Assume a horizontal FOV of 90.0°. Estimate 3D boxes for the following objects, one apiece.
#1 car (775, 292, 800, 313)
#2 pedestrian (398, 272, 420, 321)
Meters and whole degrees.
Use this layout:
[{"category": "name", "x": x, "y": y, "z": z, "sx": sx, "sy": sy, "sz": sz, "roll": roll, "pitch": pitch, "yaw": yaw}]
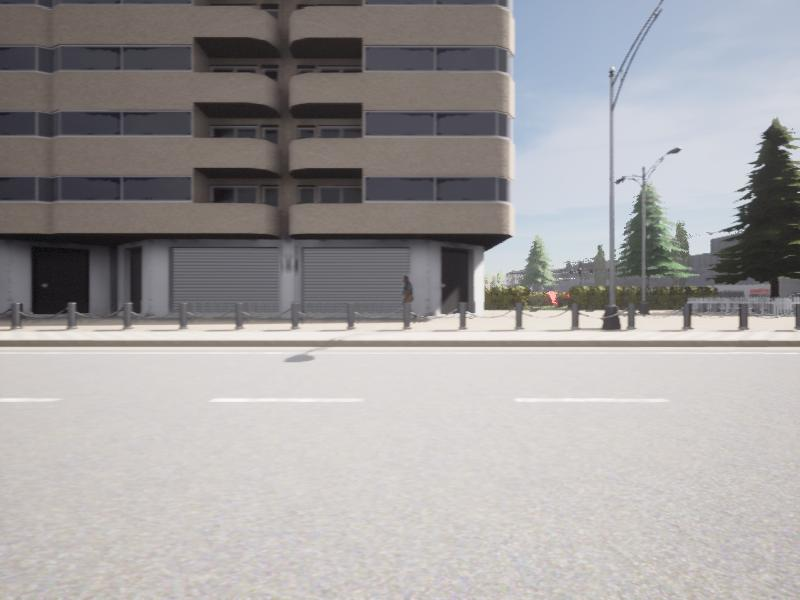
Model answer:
[{"category": "car", "x": 33.388, "y": 0.190, "z": 32.094, "sx": 2.033, "sy": 1.649, "sz": 4.856, "roll": 0, "pitch": 0, "yaw": 0}, {"category": "pedestrian", "x": 0.335, "y": -0.118, "z": 15.614, "sx": 0.751, "sy": 1.860, "sz": 0.751, "roll": 0, "pitch": 0, "yaw": -8}]
